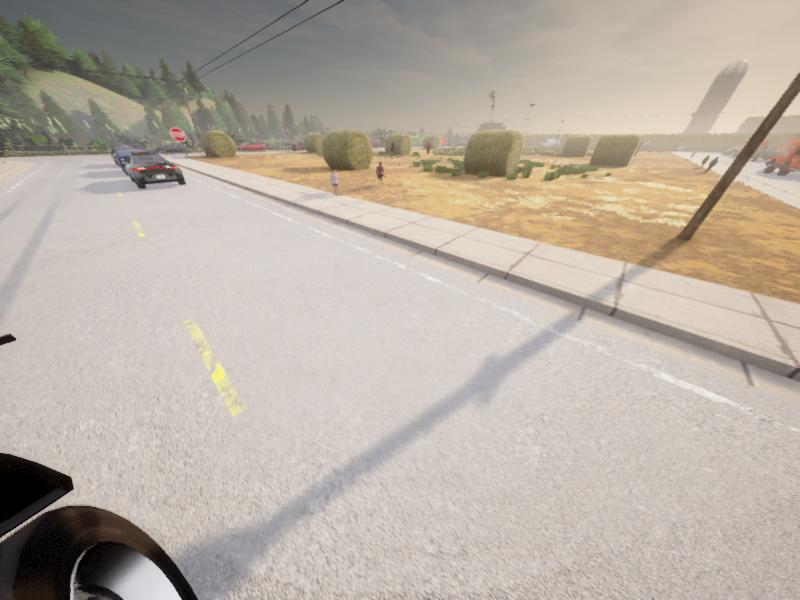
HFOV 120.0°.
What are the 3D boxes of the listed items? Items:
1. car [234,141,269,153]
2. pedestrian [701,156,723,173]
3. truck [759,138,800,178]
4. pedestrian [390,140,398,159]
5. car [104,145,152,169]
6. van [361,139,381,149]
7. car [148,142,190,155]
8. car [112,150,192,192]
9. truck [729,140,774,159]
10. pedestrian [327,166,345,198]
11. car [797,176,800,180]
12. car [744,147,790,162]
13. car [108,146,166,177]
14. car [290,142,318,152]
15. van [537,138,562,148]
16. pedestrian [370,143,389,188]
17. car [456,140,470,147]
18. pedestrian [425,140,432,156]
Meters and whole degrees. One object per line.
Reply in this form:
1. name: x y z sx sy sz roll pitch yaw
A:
1. car: -25.327 -26.219 39.504 4.514 1.525 2.007 -29 45 -36
2. pedestrian: 24.433 -10.613 18.119 0.500 1.100 0.500 -19 39 -25
3. truck: 32.724 -11.459 18.533 2.627 2.467 5.204 27 44 33
4. pedestrian: -0.719 -17.794 27.291 0.751 1.860 0.751 -11 37 -16
5. car: -23.948 -12.676 20.293 4.514 1.525 2.007 28 43 33
6. van: -6.874 -36.873 54.558 4.442 1.987 1.775 -30 45 -35
7. car: -33.059 -21.818 33.159 1.970 1.475 3.806 30 45 35
8. car: -13.797 -7.307 12.798 4.974 1.542 2.038 28 43 33
9. truck: 59.304 -25.638 39.193 2.627 2.467 5.204 27 44 32
10. pedestrian: -2.670 -4.896 9.604 0.500 1.100 0.500 -12 37 -18
11. car: 28.443 -8.291 14.786 1.789 1.549 3.705 27 43 32
12. car: 53.062 -21.248 33.563 2.152 1.651 5.027 27 43 32
13. car: -18.818 -9.969 16.507 5.008 1.535 1.882 28 43 33
14. car: -17.415 -27.844 41.984 4.193 1.474 1.816 -30 45 -36
15. van: 48.096 -50.428 74.262 5.915 2.561 1.988 28 43 33
16. pedestrian: -0.977 -6.552 11.294 0.751 1.860 0.751 -7 36 -10
17. car: 19.728 -49.031 72.465 4.553 1.767 2.097 -30 45 -36
18. pedestrian: 3.989 -21.372 32.459 0.751 1.860 0.751 2 35 2
